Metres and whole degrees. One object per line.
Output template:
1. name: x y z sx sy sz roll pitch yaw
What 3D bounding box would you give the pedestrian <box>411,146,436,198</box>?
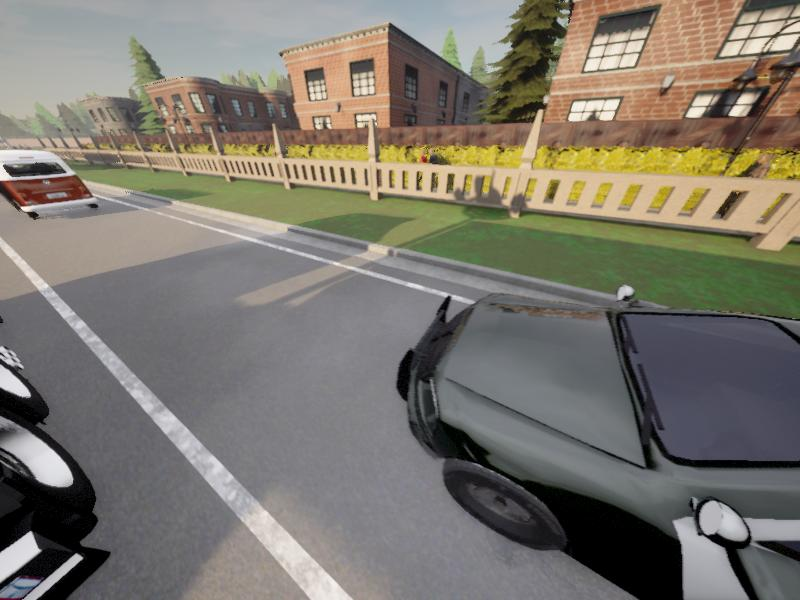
1. pedestrian: 0.999 -5.554 10.050 0.751 1.860 0.751 17 38 23

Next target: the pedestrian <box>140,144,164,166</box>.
1. pedestrian: -25.236 -14.772 23.508 0.751 1.860 0.751 18 39 24

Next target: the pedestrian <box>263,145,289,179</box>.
1. pedestrian: -8.202 -9.180 15.334 0.751 1.860 0.751 22 41 29

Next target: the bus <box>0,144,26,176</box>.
1. bus: -36.980 -12.764 18.926 10.273 4.253 3.944 18 39 24

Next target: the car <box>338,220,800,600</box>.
1. car: 2.357 0.928 1.311 4.974 1.542 2.038 18 39 24

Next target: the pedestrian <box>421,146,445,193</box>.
1. pedestrian: 1.525 -6.126 10.867 0.751 1.860 0.751 18 39 24

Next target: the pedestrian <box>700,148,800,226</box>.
1. pedestrian: 9.979 -3.216 6.618 0.751 1.860 0.751 18 39 25

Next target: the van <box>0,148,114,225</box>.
1. van: -13.872 -4.499 8.803 4.480 2.038 2.069 18 39 24

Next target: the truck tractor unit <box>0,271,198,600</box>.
1. truck tractor unit: -5.124 -0.287 0.763 6.516 4.208 3.053 18 39 24
